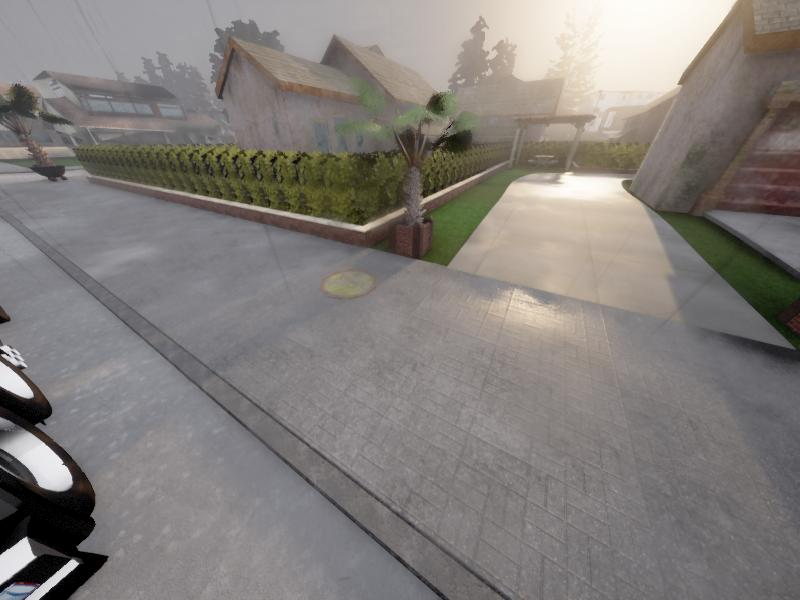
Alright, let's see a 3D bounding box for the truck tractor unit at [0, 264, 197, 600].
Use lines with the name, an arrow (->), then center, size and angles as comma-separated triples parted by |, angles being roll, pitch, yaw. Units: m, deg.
truck tractor unit -> -5.111, -0.300, 0.779 | 6.516, 4.208, 3.053 | 18, 39, 24
